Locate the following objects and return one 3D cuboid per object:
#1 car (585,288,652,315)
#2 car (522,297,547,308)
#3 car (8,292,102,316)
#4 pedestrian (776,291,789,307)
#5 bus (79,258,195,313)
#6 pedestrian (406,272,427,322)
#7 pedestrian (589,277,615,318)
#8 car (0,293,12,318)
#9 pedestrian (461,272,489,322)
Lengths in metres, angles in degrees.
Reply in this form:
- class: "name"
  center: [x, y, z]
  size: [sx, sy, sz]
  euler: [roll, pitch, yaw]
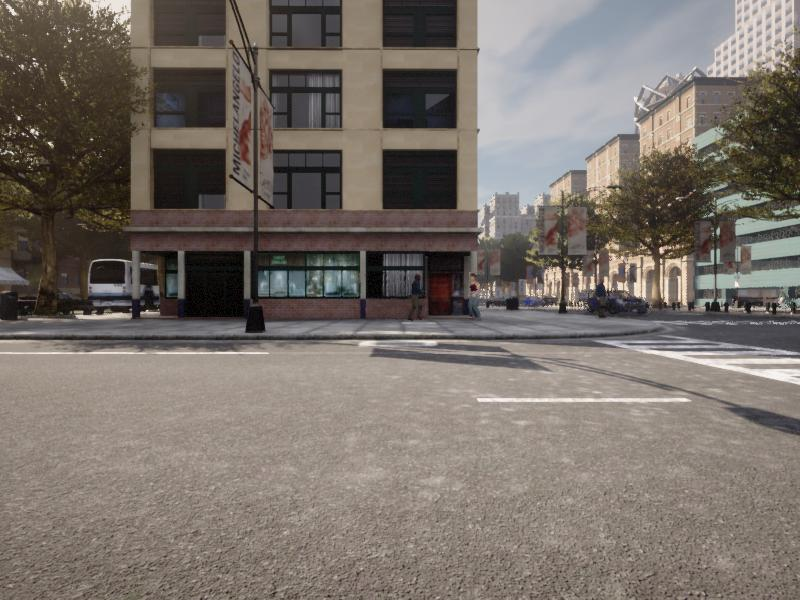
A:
- class: "car"
  center: [14.888, 0.095, 27.604]
  size: [2.097, 1.767, 4.553]
  euler: [0, 0, 0]
- class: "car"
  center: [18.230, 0.270, 54.589]
  size: [1.812, 1.442, 4.674]
  euler: [0, 0, 0]
- class: "car"
  center: [-23.034, 0.236, 27.050]
  size: [2.128, 1.511, 4.902]
  euler: [0, 0, -1]
- class: "pedestrian"
  center: [44.151, -0.115, 46.172]
  size: [0.751, 1.860, 0.751]
  euler: [0, 0, -18]
- class: "bus"
  center: [-23.249, -1.134, 36.536]
  size: [3.944, 4.253, 10.273]
  euler: [0, 0, 0]
- class: "pedestrian"
  center: [0.622, -0.115, 15.301]
  size: [0.751, 1.860, 0.751]
  euler: [0, 0, 0]
- class: "pedestrian"
  center: [9.334, -0.115, 18.472]
  size: [0.751, 1.860, 0.751]
  euler: [0, 0, -20]
- class: "car"
  center: [-23.088, 0.295, 20.081]
  size: [2.033, 1.411, 5.357]
  euler: [0, 0, 0]
- class: "pedestrian"
  center: [2.856, -0.115, 15.291]
  size: [0.751, 1.860, 0.751]
  euler: [0, 0, -23]
